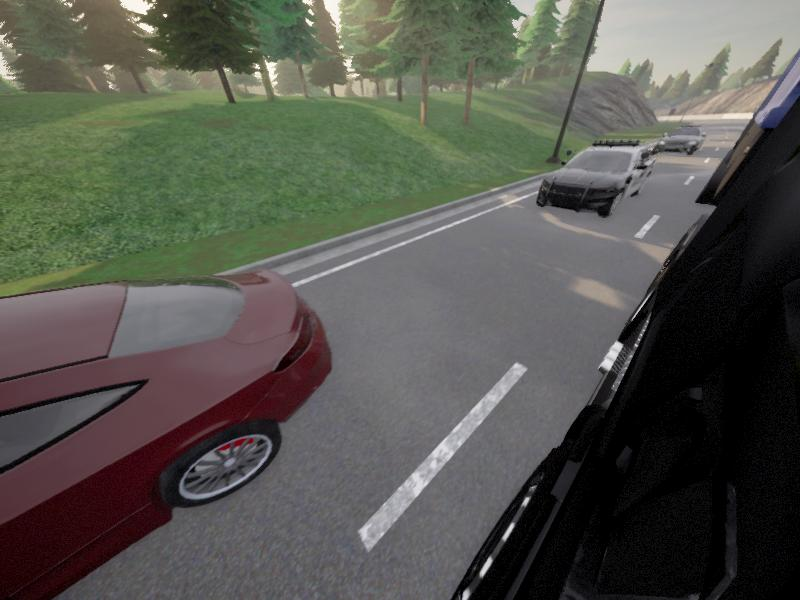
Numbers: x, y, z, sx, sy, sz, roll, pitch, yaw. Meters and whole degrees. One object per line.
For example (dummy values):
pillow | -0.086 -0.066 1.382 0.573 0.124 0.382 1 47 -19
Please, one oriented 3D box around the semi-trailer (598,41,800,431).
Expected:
semi-trailer | 8.678 -3.625 4.240 14.254 4.402 2.717 -28 44 -30

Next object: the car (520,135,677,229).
car | 6.176 -3.910 7.094 5.238 1.638 1.930 -28 44 -30

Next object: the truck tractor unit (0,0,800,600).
truck tractor unit | 2.645 -0.295 0.351 6.516 4.208 3.053 -28 44 -30

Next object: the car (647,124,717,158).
car | 18.825 -10.690 15.405 4.974 1.542 2.038 -28 44 -30

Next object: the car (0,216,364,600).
car | -2.758 0.993 1.304 4.674 1.442 1.812 -28 44 -30
